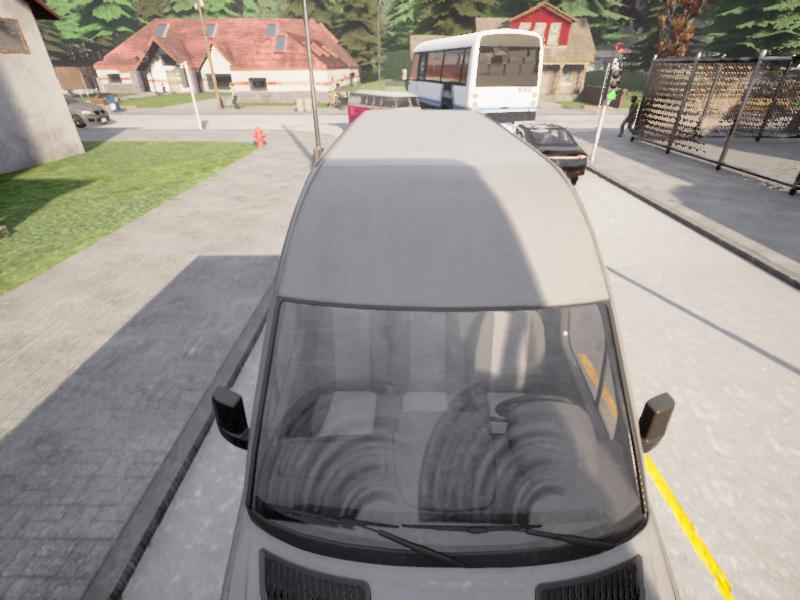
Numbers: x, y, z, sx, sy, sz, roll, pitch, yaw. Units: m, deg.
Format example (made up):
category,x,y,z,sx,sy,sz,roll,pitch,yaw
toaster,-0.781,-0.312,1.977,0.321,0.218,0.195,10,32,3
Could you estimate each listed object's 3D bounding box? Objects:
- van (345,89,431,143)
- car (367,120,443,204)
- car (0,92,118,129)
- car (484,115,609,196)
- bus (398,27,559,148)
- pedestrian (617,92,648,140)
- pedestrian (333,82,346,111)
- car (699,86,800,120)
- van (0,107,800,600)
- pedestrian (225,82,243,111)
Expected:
category,x,y,z,sx,sy,sz,roll,pitch,yaw
van,-0.681,-9.155,19.648,1.775,1.987,4.442,-22,37,-34
car,0.090,-4.028,11.324,1.789,1.549,3.705,0,30,-1
car,-19.329,-10.815,22.782,4.611,1.667,2.242,0,30,1
car,4.196,-4.715,12.545,2.128,1.511,4.902,0,30,0
bus,3.035,-11.024,20.602,3.944,4.253,10.273,-7,31,-12
pedestrian,10.491,-8.328,18.101,0.751,1.860,0.751,13,33,21
pedestrian,-4.511,-15.189,29.819,0.751,1.860,0.751,-2,30,-3
car,22.700,-12.803,26.002,4.605,1.855,1.932,0,30,-1
van,0.225,0.005,3.466,1.988,2.561,5.915,0,30,1
pedestrian,-12.241,-15.051,29.578,0.751,1.860,0.751,-4,31,-7
